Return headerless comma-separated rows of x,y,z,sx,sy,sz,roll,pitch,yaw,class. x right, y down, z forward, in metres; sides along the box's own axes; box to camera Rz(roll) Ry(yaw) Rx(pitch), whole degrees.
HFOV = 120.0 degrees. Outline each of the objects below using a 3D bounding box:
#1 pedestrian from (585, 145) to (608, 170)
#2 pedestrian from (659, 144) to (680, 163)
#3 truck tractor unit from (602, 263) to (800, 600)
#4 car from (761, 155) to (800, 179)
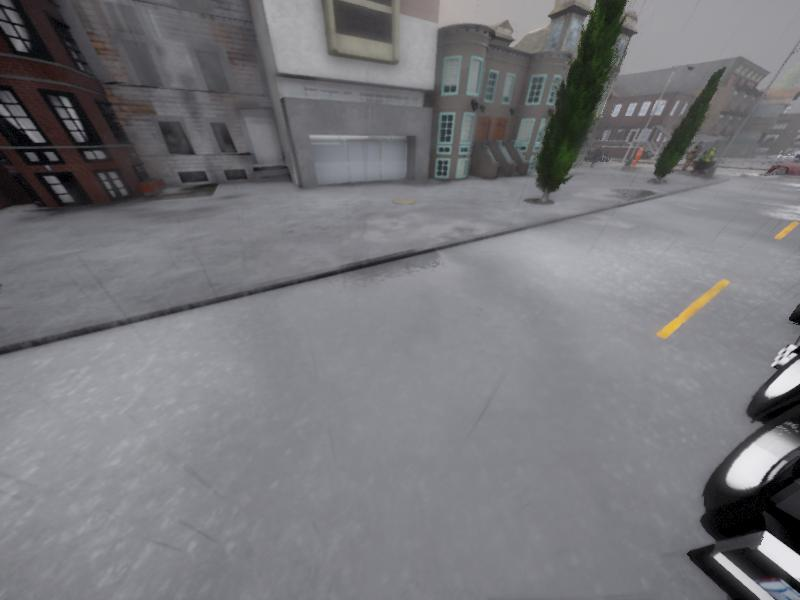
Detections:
17.717,-12.893,20.858,0.751,1.860,0.751,-23,41,-30,pedestrian
31.798,-17.296,27.281,0.751,1.860,0.751,14,37,19,pedestrian
5.106,-0.306,0.785,6.516,4.208,3.053,-18,39,-24,truck tractor unit
31.199,-9.880,17.267,1.994,1.385,4.181,-18,39,-24,car
